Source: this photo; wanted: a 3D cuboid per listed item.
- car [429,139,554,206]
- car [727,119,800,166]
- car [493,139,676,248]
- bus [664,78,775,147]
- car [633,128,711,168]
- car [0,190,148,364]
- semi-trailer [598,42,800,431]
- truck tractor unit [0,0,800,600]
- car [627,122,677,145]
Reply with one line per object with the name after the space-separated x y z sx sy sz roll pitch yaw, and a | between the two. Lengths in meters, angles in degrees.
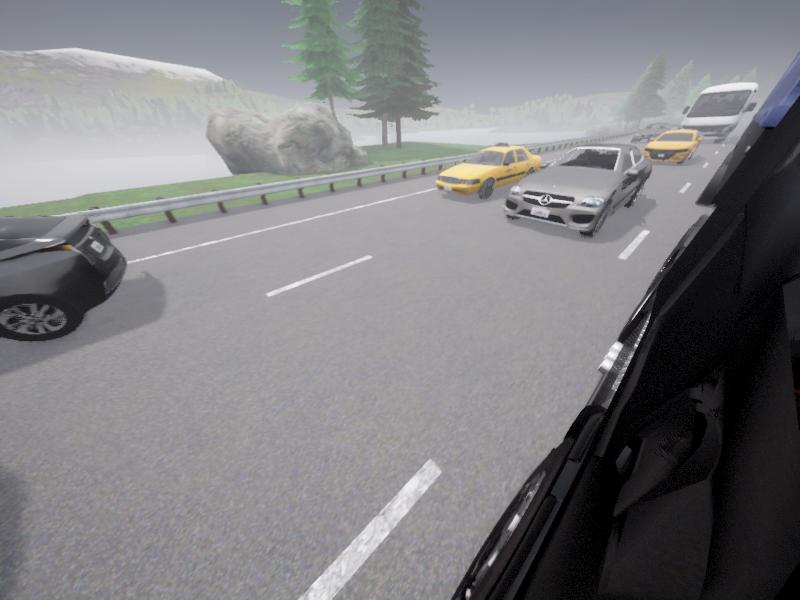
3.691 -5.240 9.117 5.366 1.575 1.801 -28 44 -30 | car
20.267 -8.662 12.561 4.553 1.767 2.097 -28 44 -30 | car
5.119 -3.276 6.373 5.027 1.651 2.152 -28 44 -30 | car
30.264 -17.653 21.944 10.273 4.253 3.944 -29 44 -29 | bus
15.787 -8.912 13.370 5.008 1.535 1.882 -28 44 -30 | car
-6.334 0.114 2.580 4.514 1.525 2.007 -28 44 -30 | car
8.696 -3.592 4.252 14.254 4.402 2.717 -28 44 -30 | semi-trailer
2.645 -0.295 0.351 6.516 4.208 3.053 -28 44 -30 | truck tractor unit
25.438 -16.824 23.285 4.611 1.667 2.242 -28 43 -30 | car
